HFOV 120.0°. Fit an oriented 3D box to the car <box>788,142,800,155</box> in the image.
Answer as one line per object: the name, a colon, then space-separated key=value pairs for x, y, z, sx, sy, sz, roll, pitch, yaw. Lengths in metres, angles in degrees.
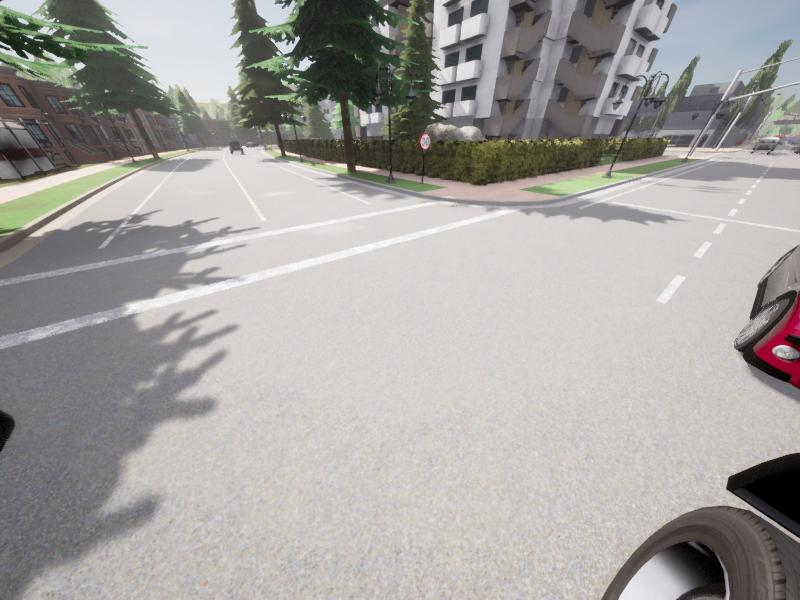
car: x=56.590 y=-20.610 z=31.504 sx=2.163 sy=1.488 sz=4.792 roll=23 pitch=41 yaw=29

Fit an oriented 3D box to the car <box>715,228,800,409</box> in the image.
car: x=5.839 y=0.058 z=2.531 sx=3.806 sy=1.475 sz=1.970 roll=-22 pitch=41 yaw=-28

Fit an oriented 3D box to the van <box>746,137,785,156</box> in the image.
van: x=51.572 y=-21.718 z=32.627 sx=4.480 sy=2.038 sz=2.069 roll=-23 pitch=41 yaw=-28

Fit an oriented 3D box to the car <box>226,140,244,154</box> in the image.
car: x=-28.764 y=-26.819 z=40.480 sx=1.905 sy=1.878 sz=3.866 roll=-18 pitch=39 yaw=-23

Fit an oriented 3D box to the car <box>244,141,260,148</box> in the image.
car: x=-42.191 y=-44.521 z=66.124 sx=2.033 sy=1.411 sz=5.357 roll=-6 pitch=35 yaw=-7
